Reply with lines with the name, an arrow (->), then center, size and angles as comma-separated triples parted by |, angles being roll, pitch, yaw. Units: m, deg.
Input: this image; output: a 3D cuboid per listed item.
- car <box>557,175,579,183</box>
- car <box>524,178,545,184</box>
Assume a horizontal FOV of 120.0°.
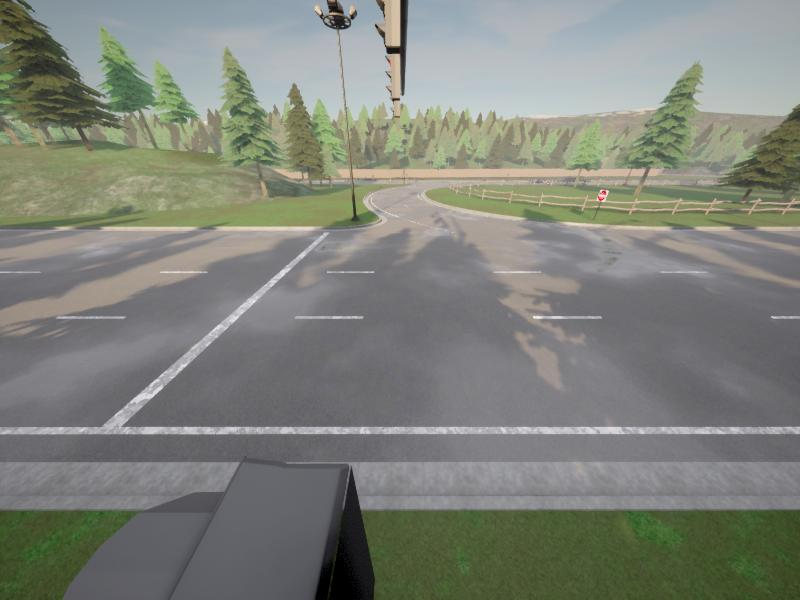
car -> 48.686, -35.160, 67.028 | 4.605, 1.855, 1.932 | 0, 30, 0
car -> 35.575, -31.426, 61.046 | 4.181, 1.385, 1.994 | 0, 30, 0
